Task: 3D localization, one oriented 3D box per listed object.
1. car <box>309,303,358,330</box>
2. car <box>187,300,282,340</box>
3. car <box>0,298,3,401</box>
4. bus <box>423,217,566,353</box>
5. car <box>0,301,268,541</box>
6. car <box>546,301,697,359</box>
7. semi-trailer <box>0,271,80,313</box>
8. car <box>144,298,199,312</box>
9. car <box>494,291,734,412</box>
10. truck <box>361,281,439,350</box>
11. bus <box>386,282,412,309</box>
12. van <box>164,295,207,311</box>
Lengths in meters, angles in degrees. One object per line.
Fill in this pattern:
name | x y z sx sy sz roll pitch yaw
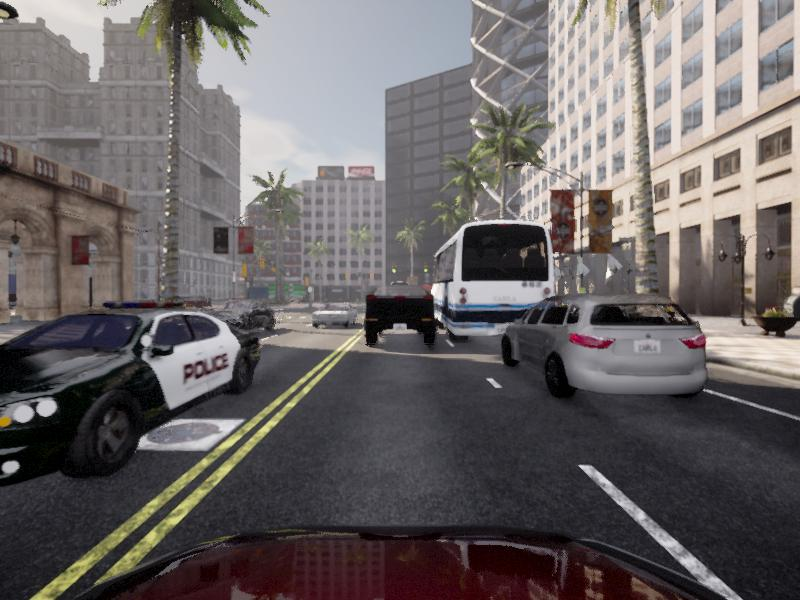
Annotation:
car | -3.503 0.830 21.979 1.895 1.301 4.718 0 0 0
car | -6.990 0.745 17.552 2.128 1.511 4.902 0 0 0
car | -7.026 0.782 3.487 1.801 1.575 5.366 0 0 0
bus | 3.238 -0.612 17.681 3.944 4.253 10.273 0 2 0
car | -3.528 0.802 5.098 2.038 1.542 4.974 0 0 0
car | 6.691 0.786 12.892 2.163 1.488 4.792 0 0 -1
semi-trailer | -43.311 -0.844 43.826 14.254 4.402 2.717 0 0 0
car | -26.656 0.559 46.720 5.366 1.575 1.801 0 0 0
car | 3.519 0.713 7.857 2.242 1.667 4.611 0 0 0
truck | -0.002 0.462 15.398 2.390 2.098 6.274 0 0 0
bus | -0.140 -0.866 66.780 3.944 4.253 10.273 0 2 0
van | -26.866 0.339 50.185 4.442 1.987 1.775 0 0 0
